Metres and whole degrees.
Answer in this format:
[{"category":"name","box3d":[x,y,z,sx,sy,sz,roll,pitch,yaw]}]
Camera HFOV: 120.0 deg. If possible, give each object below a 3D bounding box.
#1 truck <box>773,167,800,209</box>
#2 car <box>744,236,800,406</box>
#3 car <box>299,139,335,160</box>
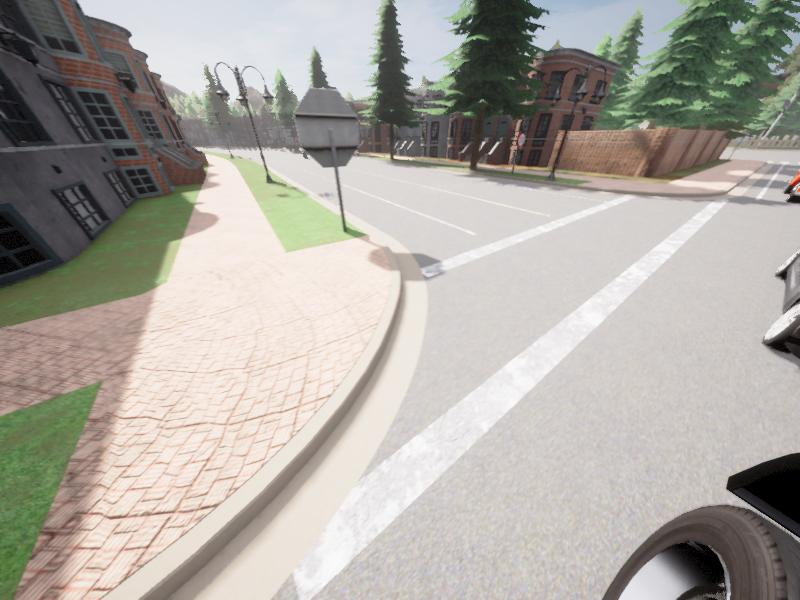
[{"category":"truck","box3d":[17.396,-4.934,8.620,5.204,2.467,2.627,-22,41,-28]},{"category":"car","box3d":[6.558,-0.181,2.699,5.238,1.638,1.930,-22,41,-28]},{"category":"car","box3d":[-10.564,-18.992,29.077,2.150,2.045,5.566,-23,41,-29]}]
